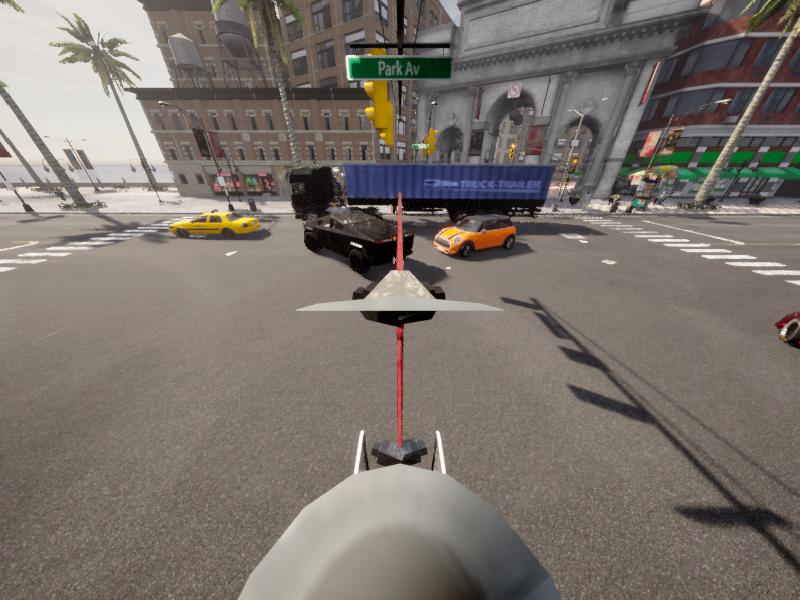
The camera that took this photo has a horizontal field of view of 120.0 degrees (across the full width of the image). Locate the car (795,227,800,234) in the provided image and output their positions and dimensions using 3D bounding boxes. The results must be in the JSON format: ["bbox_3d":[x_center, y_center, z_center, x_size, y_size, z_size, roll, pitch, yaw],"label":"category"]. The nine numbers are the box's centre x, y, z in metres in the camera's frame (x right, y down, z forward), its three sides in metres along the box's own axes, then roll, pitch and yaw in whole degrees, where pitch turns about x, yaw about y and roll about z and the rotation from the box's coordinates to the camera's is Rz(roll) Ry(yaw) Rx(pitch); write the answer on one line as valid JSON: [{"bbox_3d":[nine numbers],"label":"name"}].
[{"bbox_3d":[29.689,-4.788,14.771,4.514,1.525,2.007,0,30,1],"label":"car"}]

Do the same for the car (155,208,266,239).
[{"bbox_3d":[-12.190,-5.057,15.182,5.366,1.575,1.801,0,30,1],"label":"car"}]

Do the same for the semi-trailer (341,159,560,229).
[{"bbox_3d":[3.277,-7.946,17.349,14.254,4.402,2.717,0,30,1],"label":"semi-trailer"}]

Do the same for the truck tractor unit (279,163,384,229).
[{"bbox_3d":[-4.638,-7.912,17.480,6.516,4.208,3.053,1,30,0],"label":"truck tractor unit"}]

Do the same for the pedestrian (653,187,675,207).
[{"bbox_3d":[29.019,-11.341,25.435,0.751,1.860,0.751,14,33,23],"label":"pedestrian"}]

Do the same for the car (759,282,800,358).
[{"bbox_3d":[10.280,1.285,4.413,1.994,1.385,4.181,17,34,26],"label":"car"}]

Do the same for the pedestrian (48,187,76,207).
[{"bbox_3d":[-37.221,-11.368,25.482,0.751,1.860,0.751,1,30,2],"label":"pedestrian"}]

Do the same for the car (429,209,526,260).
[{"bbox_3d":[4.137,-3.687,12.597,4.553,1.767,2.097,-14,33,-22],"label":"car"}]

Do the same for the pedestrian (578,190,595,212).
[{"bbox_3d":[18.049,-9.579,22.383,0.751,1.860,0.751,18,35,28],"label":"pedestrian"}]

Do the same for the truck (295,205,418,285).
[{"bbox_3d":[-2.337,-3.049,11.191,2.390,2.098,6.274,-26,39,-38],"label":"truck"}]
